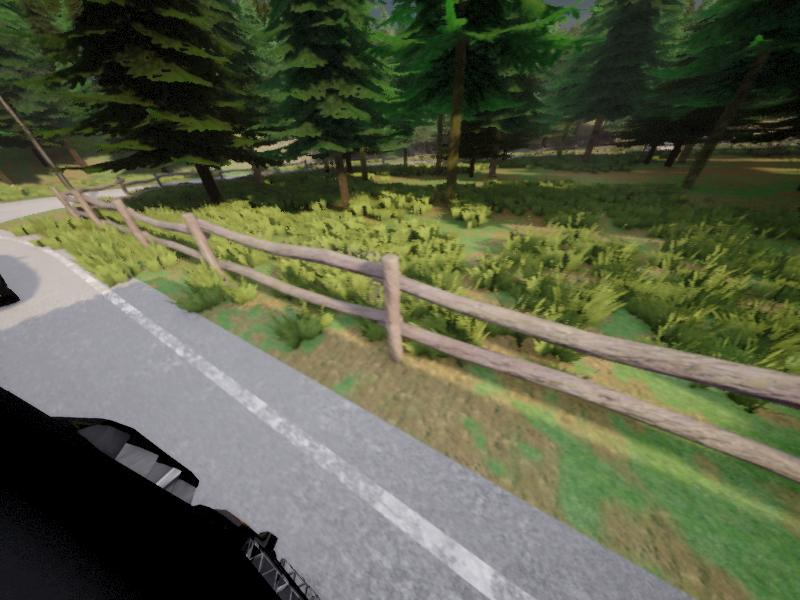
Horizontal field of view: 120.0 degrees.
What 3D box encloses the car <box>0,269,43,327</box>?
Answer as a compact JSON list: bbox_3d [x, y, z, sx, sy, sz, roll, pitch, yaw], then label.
[{"bbox_3d":[-8.826,-0.521,3.789,4.856,1.649,2.033,15,38,24],"label":"car"}]
